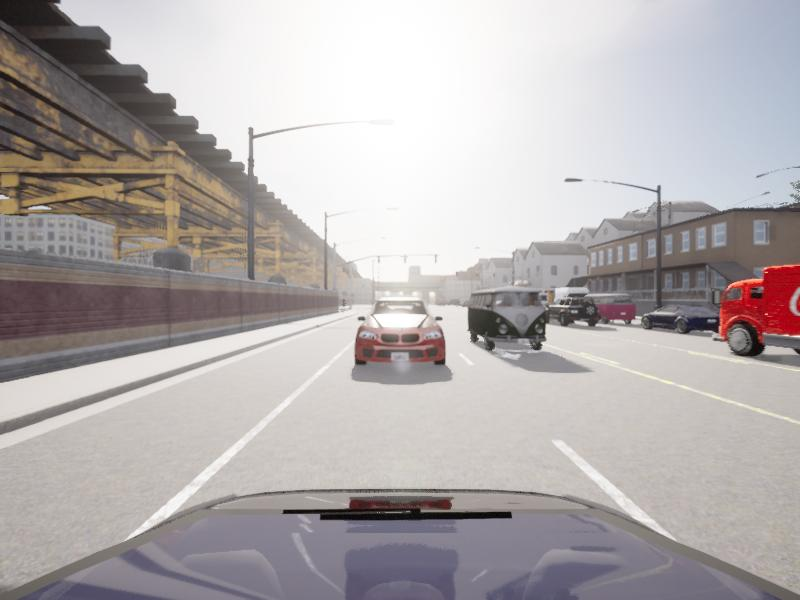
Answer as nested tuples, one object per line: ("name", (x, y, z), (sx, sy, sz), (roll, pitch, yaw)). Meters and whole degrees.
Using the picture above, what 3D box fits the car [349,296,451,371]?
("car", (0.004, 0.754, 11.156), (2.242, 1.667, 4.611), (0, 0, 0))

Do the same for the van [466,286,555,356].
("van", (3.506, 0.593, 13.567), (1.775, 1.987, 4.442), (0, 0, 0))

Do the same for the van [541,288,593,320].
("van", (14.001, 0.310, 34.093), (1.988, 2.561, 5.915), (0, 0, 0))

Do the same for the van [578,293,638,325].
("van", (14.002, 0.585, 27.255), (1.775, 1.987, 4.442), (0, 0, 0))

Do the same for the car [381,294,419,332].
("car", (0.007, 0.640, 21.628), (1.905, 1.878, 3.866), (0, 0, 0))

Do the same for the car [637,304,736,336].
("car", (14.000, 0.900, 19.925), (1.994, 1.385, 4.181), (0, 0, 1))

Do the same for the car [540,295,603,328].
("car", (10.509, 0.644, 24.890), (1.932, 1.855, 4.605), (0, 0, 0))

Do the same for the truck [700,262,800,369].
("truck", (10.505, 0.353, 9.652), (2.627, 2.467, 5.204), (0, 0, 0))

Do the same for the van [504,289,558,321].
("van", (10.513, 0.366, 32.864), (2.351, 2.431, 6.366), (0, 0, 0))
